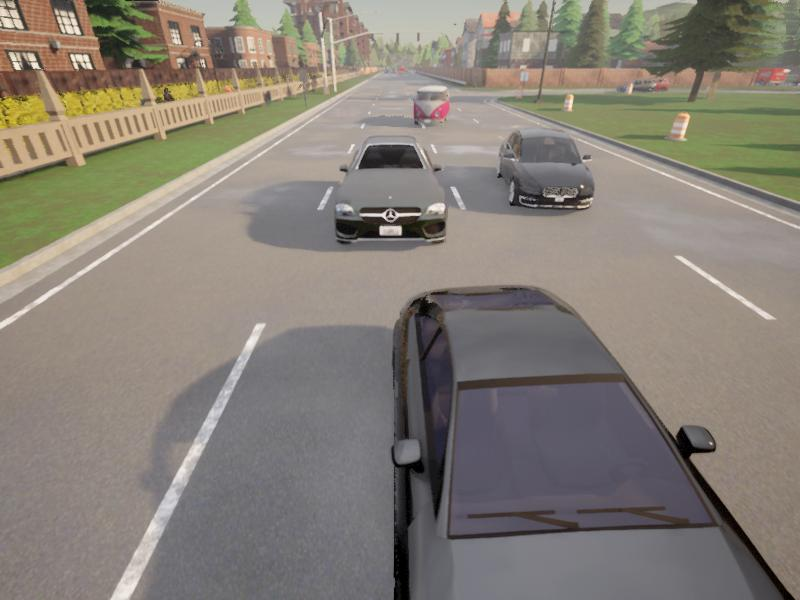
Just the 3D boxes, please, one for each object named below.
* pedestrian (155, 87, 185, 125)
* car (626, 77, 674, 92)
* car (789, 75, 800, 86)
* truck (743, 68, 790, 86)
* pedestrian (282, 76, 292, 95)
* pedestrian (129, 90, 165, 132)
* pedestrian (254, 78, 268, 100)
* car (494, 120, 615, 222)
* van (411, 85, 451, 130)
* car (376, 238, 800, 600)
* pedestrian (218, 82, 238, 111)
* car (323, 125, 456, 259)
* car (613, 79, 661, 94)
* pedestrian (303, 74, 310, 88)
[{"bbox_3d":[-12.967,-10.959,22.580,0.751,1.860,0.751,4,31,8],"label":"pedestrian"},{"bbox_3d":[33.102,-28.599,53.145,4.611,1.667,2.242,-1,30,-1],"label":"car"},{"bbox_3d":[66.480,-35.486,64.810,2.163,1.488,4.792,0,30,0],"label":"car"},{"bbox_3d":[61.368,-37.416,67.142,2.627,2.467,5.204,0,30,0],"label":"truck"},{"bbox_3d":[-12.891,-24.455,45.620,0.751,1.860,0.751,-1,30,-1],"label":"pedestrian"},{"bbox_3d":[-12.543,-9.386,19.892,0.751,1.860,0.751,0,30,0],"label":"pedestrian"},{"bbox_3d":[-13.533,-20.562,38.978,0.751,1.860,0.751,0,30,0],"label":"pedestrian"},{"bbox_3d":[3.802,-3.719,10.835,1.837,1.490,4.892,3,32,5],"label":"car"},{"bbox_3d":[1.892,-11.358,23.409,1.775,1.987,4.442,5,31,9],"label":"van"},{"bbox_3d":[0.916,1.010,2.926,1.994,1.385,4.181,-3,30,0],"label":"car"},{"bbox_3d":[-12.637,-14.985,29.451,0.751,1.860,0.751,0,30,0],"label":"pedestrian"},{"bbox_3d":[-0.201,-2.732,9.050,2.152,1.651,5.027,-1,30,-1],"label":"car"},{"bbox_3d":[29.527,-26.691,49.986,4.514,1.525,2.007,-3,30,-5],"label":"car"},{"bbox_3d":[-14.153,-33.277,60.689,0.751,1.860,0.751,0,30,0],"label":"pedestrian"}]
